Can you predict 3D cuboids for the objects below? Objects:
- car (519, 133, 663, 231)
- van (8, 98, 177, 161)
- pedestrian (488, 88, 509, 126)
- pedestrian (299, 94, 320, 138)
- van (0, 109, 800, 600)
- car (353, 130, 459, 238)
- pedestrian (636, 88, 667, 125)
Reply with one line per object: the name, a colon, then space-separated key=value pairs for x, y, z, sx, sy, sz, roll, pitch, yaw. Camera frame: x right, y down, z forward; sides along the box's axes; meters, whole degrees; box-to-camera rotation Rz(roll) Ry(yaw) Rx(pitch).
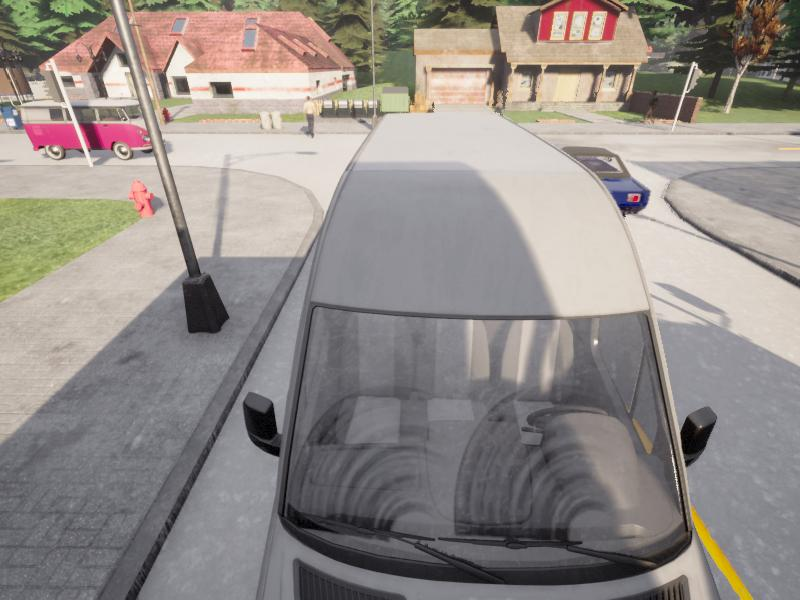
car: x=4.487 y=-3.261 z=10.320 sx=1.895 sy=1.301 sz=4.718 roll=3 pitch=30 yaw=5
van: x=-11.351 y=-6.450 z=15.095 sx=4.442 sy=1.987 sz=1.775 roll=0 pitch=30 yaw=1
pedestrian: x=5.498 y=-10.760 z=22.350 sx=0.751 sy=1.860 sz=0.751 roll=-2 pitch=30 yaw=-3
pedestrian: x=-4.365 y=-8.917 z=19.399 sx=0.751 sy=1.860 sz=0.751 roll=-3 pitch=30 yaw=-6
van: x=0.419 y=0.049 z=3.431 sx=1.988 sy=2.561 sz=5.915 roll=1 pitch=30 yaw=2
car: x=-0.057 y=-2.928 z=9.493 sx=1.789 sy=1.549 sz=3.705 roll=-5 pitch=31 yaw=-8
pedestrian: x=14.280 y=-10.998 z=22.758 sx=0.751 sy=1.860 sz=0.751 roll=-1 pitch=30 yaw=-2
